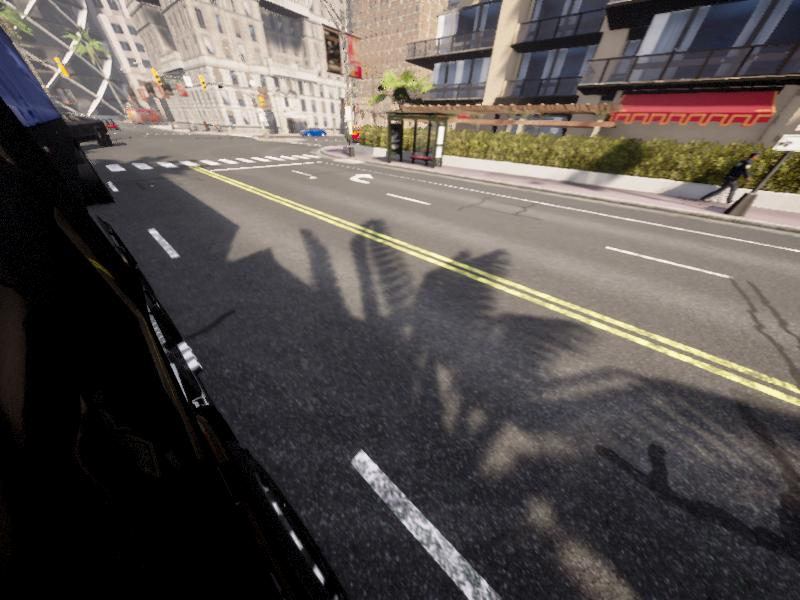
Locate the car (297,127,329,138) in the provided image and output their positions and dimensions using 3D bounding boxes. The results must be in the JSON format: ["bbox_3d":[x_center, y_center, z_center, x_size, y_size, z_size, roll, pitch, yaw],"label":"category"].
[{"bbox_3d":[-15.880,-30.750,42.380,1.882,1.535,5.008,28,44,29],"label":"car"}]

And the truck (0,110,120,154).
[{"bbox_3d":[-23.617,-11.843,16.220,2.390,2.098,6.274,-12,39,-18],"label":"truck"}]

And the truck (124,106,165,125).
[{"bbox_3d":[-73.362,-53.083,66.688,2.891,3.827,8.468,-3,37,-7],"label":"truck"}]

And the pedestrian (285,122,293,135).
[{"bbox_3d":[-21.646,-33.453,45.063,0.751,1.860,0.751,-24,44,-31],"label":"pedestrian"}]

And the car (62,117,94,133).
[{"bbox_3d":[-44.168,-24.028,31.627,5.366,1.575,1.801,28,44,30],"label":"car"}]

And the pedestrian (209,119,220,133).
[{"bbox_3d":[-32.422,-30.430,40.363,0.751,1.860,0.751,30,45,32],"label":"pedestrian"}]

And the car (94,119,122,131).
[{"bbox_3d":[-47.494,-28.492,37.549,4.181,1.385,1.994,27,43,29],"label":"car"}]

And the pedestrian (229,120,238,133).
[{"bbox_3d":[-29.883,-31.103,41.419,0.751,1.860,0.751,-23,44,-30],"label":"pedestrian"}]

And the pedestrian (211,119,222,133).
[{"bbox_3d":[-31.038,-29.328,38.980,0.751,1.860,0.751,-26,45,-33],"label":"pedestrian"}]

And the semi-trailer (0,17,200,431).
[{"bbox_3d":[-8.580,-3.684,4.339,14.254,4.402,2.717,30,45,31],"label":"semi-trailer"}]

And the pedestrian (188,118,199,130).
[{"bbox_3d":[-40.213,-34.241,44.962,0.751,1.860,0.751,28,43,29],"label":"pedestrian"}]

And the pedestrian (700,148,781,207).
[{"bbox_3d":[12.725,-4.623,8.750,0.751,1.860,0.751,27,43,29],"label":"pedestrian"}]

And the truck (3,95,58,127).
[{"bbox_3d":[-61.777,-31.702,38.895,8.468,3.827,2.891,30,45,32],"label":"truck"}]

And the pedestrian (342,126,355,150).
[{"bbox_3d":[-5.041,-15.875,22.653,0.751,1.860,0.751,11,38,11],"label":"pedestrian"}]

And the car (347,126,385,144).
[{"bbox_3d":[-4.941,-24.423,34.197,2.150,2.045,5.566,27,43,29],"label":"car"}]

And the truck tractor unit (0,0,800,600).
[{"bbox_3d":[-2.645,-0.295,0.351,6.516,4.208,3.053,28,44,30],"label":"truck tractor unit"}]
